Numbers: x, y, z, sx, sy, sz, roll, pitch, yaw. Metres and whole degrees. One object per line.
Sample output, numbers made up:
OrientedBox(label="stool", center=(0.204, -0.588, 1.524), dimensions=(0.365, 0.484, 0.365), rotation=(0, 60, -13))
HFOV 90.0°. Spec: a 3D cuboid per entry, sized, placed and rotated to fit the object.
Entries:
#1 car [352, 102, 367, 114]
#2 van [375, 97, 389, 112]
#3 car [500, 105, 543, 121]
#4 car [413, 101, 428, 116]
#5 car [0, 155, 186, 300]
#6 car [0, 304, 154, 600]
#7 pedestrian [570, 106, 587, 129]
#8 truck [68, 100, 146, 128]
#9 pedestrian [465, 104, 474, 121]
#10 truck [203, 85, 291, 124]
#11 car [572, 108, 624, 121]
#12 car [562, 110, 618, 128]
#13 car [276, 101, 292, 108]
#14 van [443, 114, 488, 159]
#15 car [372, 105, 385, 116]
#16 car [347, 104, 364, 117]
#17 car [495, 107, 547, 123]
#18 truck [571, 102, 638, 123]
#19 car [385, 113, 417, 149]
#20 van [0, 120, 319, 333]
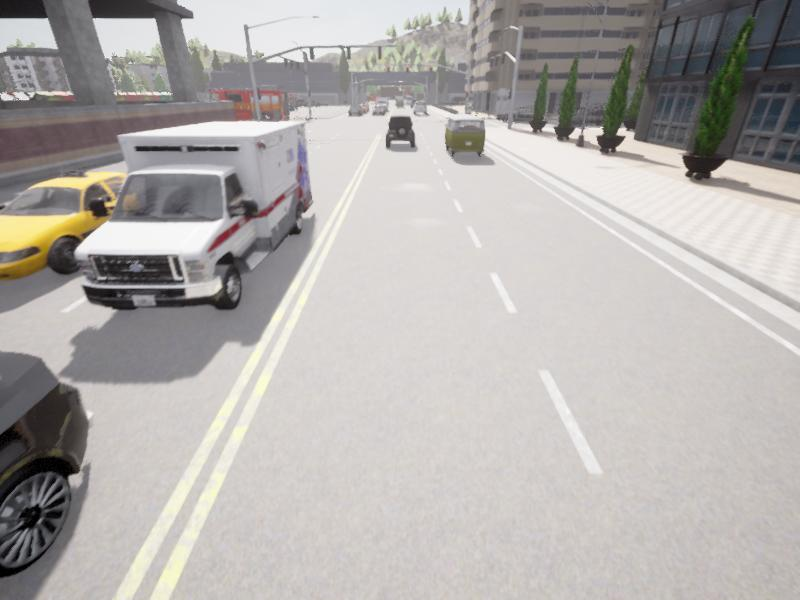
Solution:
OrientedBox(label="car", center=(-6.907, -33.336, 69.426), dimensions=(2.097, 1.767, 4.553), rotation=(0, 27, 0))
OrientedBox(label="van", center=(-3.398, -38.055, 77.887), dimensions=(2.351, 2.431, 6.366), rotation=(0, 27, 0))
OrientedBox(label="car", center=(15.032, -23.318, 49.844), dimensions=(4.553, 1.767, 2.097), rotation=(1, 27, 1))
OrientedBox(label="car", center=(3.274, -31.425, 65.442), dimensions=(2.150, 2.045, 5.566), rotation=(0, 27, 0))
OrientedBox(label="car", center=(-6.985, -1.937, 8.639), dimensions=(1.801, 1.575, 5.366), rotation=(0, 27, 0))
OrientedBox(label="car", center=(-3.492, 1.822, 1.414), dimensions=(2.128, 1.511, 4.902), rotation=(0, 27, 0))
OrientedBox(label="pedestrian", center=(16.236, -16.623, 36.377), dimensions=(0.751, 1.860, 0.751), rotation=(-5, 28, -9))
OrientedBox(label="truck", center=(-29.089, -18.601, 39.914), dimensions=(5.204, 2.467, 2.627), rotation=(0, 27, 0))
OrientedBox(label="pedestrian", center=(8.687, -23.420, 49.945), dimensions=(0.751, 1.860, 0.751), rotation=(-6, 28, -11))
OrientedBox(label="truck", center=(-17.299, -22.421, 45.861), dimensions=(8.468, 3.827, 2.891), rotation=(1, 27, 3))
OrientedBox(label="car", center=(24.609, -23.107, 49.877), dimensions=(5.357, 1.411, 2.033), rotation=(0, 27, 0))
OrientedBox(label="car", center=(19.148, -18.346, 40.477), dimensions=(4.514, 1.525, 2.007), rotation=(0, 27, 0))
OrientedBox(label="car", center=(-26.560, -44.935, 92.026), dimensions=(2.033, 1.415, 5.357), rotation=(0, 27, 0))
OrientedBox(label="van", center=(3.533, -9.247, 22.403), dimensions=(1.775, 1.987, 4.442), rotation=(0, 27, 0))
OrientedBox(label="car", center=(-3.414, -30.292, 63.945), dimensions=(1.970, 1.475, 3.806), rotation=(0, 27, 0))
OrientedBox(label="car", center=(-6.916, -29.692, 62.498), dimensions=(2.033, 1.649, 4.856), rotation=(0, 27, 0))
OrientedBox(label="car", center=(14.009, -21.583, 46.639), dimensions=(5.238, 1.638, 1.930), rotation=(-1, 27, -2))
OrientedBox(label="truck", center=(23.721, -21.818, 46.599), dimensions=(6.274, 2.098, 2.390), rotation=(0, 27, 0))
OrientedBox(label="car", center=(0.038, -11.023, 25.960), dimensions=(1.905, 1.878, 3.866), rotation=(0, 27, 0))
OrientedBox(label="van", center=(-3.487, -2.065, 7.965), dimensions=(2.351, 2.431, 6.366), rotation=(0, 27, 0))
